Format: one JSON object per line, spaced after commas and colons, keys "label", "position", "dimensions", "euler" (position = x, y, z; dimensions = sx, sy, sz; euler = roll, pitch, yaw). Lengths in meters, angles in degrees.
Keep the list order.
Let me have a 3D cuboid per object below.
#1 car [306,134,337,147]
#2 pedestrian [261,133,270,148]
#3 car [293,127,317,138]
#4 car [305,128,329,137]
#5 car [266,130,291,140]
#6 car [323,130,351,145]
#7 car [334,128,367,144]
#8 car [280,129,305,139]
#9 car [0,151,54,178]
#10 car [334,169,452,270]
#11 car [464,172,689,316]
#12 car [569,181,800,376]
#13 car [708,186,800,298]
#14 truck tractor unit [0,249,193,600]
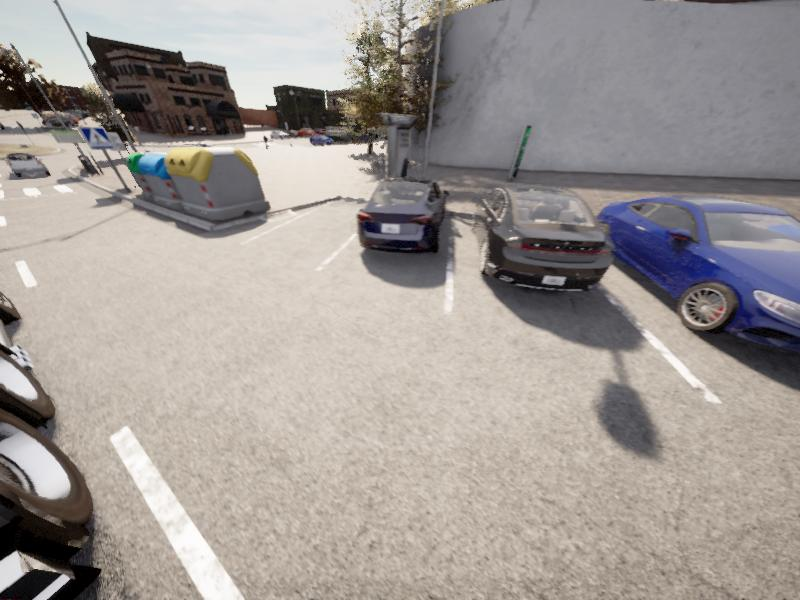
{"label": "car", "position": [-13.851, -28.186, 40.700], "dimensions": [5.008, 1.535, 2.097], "euler": [21, 44, 23]}
{"label": "pedestrian", "position": [-21.415, -25.391, 36.779], "dimensions": [0.751, 1.860, 0.751], "euler": [-23, 44, -32]}
{"label": "car", "position": [-21.687, -38.263, 52.660], "dimensions": [4.553, 1.767, 2.185], "euler": [19, 43, 23]}
{"label": "car", "position": [-19.508, -39.408, 54.260], "dimensions": [4.792, 1.488, 2.163], "euler": [19, 43, 23]}
{"label": "car", "position": [-26.165, -35.651, 49.823], "dimensions": [4.674, 1.452, 2.002], "euler": [19, 43, 23]}
{"label": "car", "position": [-11.416, -29.536, 41.948], "dimensions": [4.442, 1.987, 1.878], "euler": [21, 44, 23]}
{"label": "car", "position": [-9.215, -30.819, 43.424], "dimensions": [5.566, 2.045, 2.435], "euler": [21, 45, 23]}
{"label": "car", "position": [-23.911, -36.899, 51.285], "dimensions": [4.792, 1.488, 2.163], "euler": [19, 43, 23]}
{"label": "car", "position": [-30.049, -10.991, 18.607], "dimensions": [3.633, 1.501, 1.845], "euler": [26, 42, 29]}
{"label": "car", "position": [0.274, -2.691, 6.631], "dimensions": [2.163, 1.488, 4.792], "euler": [6, 34, 10]}
{"label": "car", "position": [2.797, -1.840, 5.323], "dimensions": [2.231, 1.521, 4.892], "euler": [6, 34, 9]}
{"label": "car", "position": [5.352, -0.969, 4.112], "dimensions": [2.002, 1.452, 4.674], "euler": [6, 34, 9]}
{"label": "car", "position": [7.905, -0.171, 2.865], "dimensions": [2.097, 1.535, 5.008], "euler": [6, 34, 9]}
{"label": "truck tractor unit", "position": [-5.086, -0.323, 0.831], "dimensions": [6.516, 4.208, 3.053], "euler": [19, 39, 26]}
